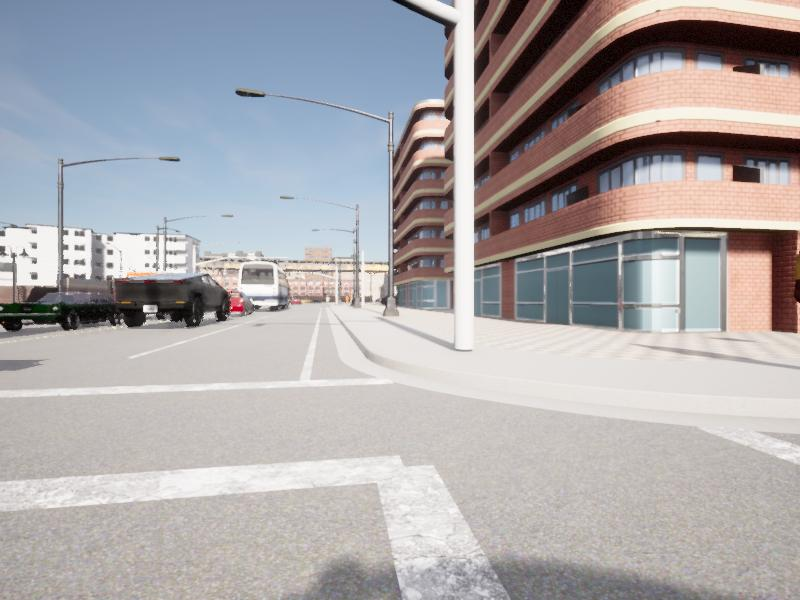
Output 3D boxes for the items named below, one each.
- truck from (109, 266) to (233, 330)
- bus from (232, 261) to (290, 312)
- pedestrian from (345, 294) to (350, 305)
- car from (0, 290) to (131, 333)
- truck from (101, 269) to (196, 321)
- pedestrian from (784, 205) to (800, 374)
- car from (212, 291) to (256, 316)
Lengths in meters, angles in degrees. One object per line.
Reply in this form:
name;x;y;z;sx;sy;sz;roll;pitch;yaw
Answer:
truck;-8.780;-0.059;16.236;2.390;2.098;6.274;0;0;-10
bus;-13.216;-1.135;39.108;3.944;4.253;10.273;0;0;-11
pedestrian;-8.906;-0.018;67.455;0.751;1.860;0.751;0;0;-10
car;-11.929;0.344;14.515;1.895;1.301;4.718;0;0;-11
truck;-13.307;-0.243;21.689;2.627;2.467;5.204;0;0;-11
pedestrian;4.931;-0.115;4.507;0.751;1.860;0.751;0;0;34
car;-10.474;0.225;25.494;1.845;1.501;3.633;0;0;-11
